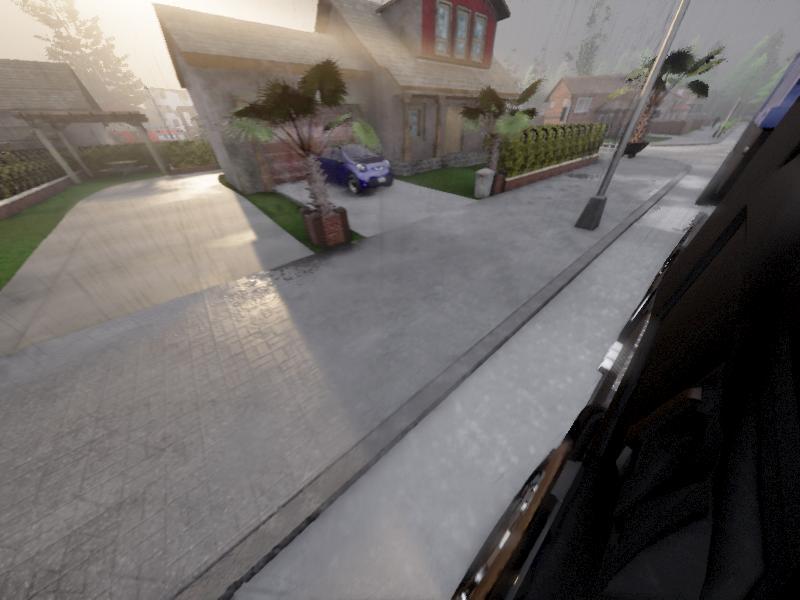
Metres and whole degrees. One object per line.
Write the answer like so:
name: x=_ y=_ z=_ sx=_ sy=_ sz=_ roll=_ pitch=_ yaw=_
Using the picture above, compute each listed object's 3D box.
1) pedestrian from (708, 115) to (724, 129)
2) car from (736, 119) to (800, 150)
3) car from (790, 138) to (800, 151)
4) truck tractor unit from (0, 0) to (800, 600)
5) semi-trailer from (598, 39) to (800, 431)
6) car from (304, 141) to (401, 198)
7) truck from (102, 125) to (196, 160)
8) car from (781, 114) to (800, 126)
pedestrian: x=52.357 y=-29.523 z=38.319 sx=0.751 sy=1.860 sz=0.751 roll=-29 pitch=44 yaw=-31
car: x=27.555 y=-12.480 z=17.351 sx=5.238 sy=1.638 sz=1.930 roll=-28 pitch=43 yaw=-30
car: x=28.786 y=-10.665 z=14.703 sx=4.553 sy=1.767 sz=2.097 roll=-11 pitch=37 yaw=-11
truck tractor unit: x=2.645 y=-0.295 z=0.351 sx=6.516 sy=4.208 sz=3.053 roll=-28 pitch=44 yaw=-30
semi-trailer: x=8.692 y=-3.596 z=4.254 sx=14.254 sy=4.402 sz=2.717 roll=-28 pitch=43 yaw=-30
car: x=-1.884 y=-5.264 z=9.075 sx=1.845 sy=1.501 sz=3.633 roll=-30 pitch=45 yaw=-32
truck: x=-37.167 y=-23.802 z=34.842 sx=8.468 sy=3.827 sz=2.891 roll=-28 pitch=43 yaw=-30
car: x=70.319 y=-32.067 z=41.094 sx=5.008 sy=1.535 sz=1.882 roll=-28 pitch=43 yaw=-30
